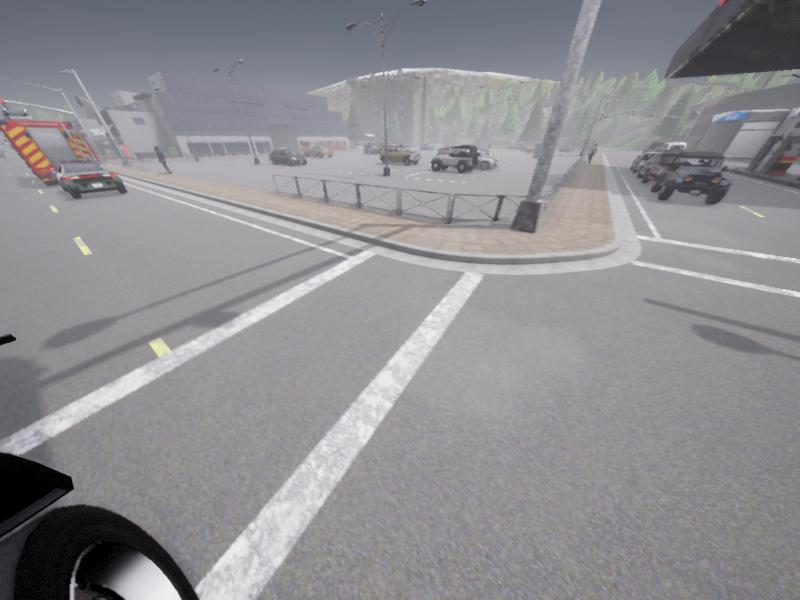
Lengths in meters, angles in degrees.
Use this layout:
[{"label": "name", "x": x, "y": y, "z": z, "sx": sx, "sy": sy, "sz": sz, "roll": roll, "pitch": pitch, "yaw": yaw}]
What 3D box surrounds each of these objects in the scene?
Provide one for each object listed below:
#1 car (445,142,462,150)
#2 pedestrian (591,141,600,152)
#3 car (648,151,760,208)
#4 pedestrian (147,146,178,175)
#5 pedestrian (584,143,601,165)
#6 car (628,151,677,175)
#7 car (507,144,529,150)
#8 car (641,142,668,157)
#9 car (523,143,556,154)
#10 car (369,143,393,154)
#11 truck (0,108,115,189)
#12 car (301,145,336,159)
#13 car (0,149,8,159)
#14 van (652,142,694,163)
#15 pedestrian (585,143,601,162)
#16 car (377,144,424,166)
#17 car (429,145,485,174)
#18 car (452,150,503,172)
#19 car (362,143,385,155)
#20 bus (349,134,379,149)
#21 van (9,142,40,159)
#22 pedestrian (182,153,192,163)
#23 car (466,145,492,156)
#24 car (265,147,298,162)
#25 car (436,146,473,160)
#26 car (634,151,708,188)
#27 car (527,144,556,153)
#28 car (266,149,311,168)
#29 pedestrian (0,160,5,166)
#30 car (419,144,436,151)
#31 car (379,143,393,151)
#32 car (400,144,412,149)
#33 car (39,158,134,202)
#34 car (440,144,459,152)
[{"label": "car", "x": 16.255, "y": -47.228, "z": 70.731, "sx": 4.605, "sy": 1.855, "sz": 1.932, "roll": 21, "pitch": 40, "yaw": 28}, {"label": "pedestrian", "x": 39.078, "y": -30.606, "z": 46.087, "sx": 0.751, "sy": 1.860, "sz": 0.751, "roll": 21, "pitch": 40, "yaw": 28}, {"label": "car", "x": 13.831, "y": -5.870, "z": 10.940, "sx": 1.905, "sy": 1.878, "sz": 3.866, "roll": 22, "pitch": 40, "yaw": 29}, {"label": "pedestrian", "x": -18.225, "y": -10.731, "z": 17.781, "sx": 0.751, "sy": 1.860, "sz": 0.751, "roll": -5, "pitch": 35, "yaw": -6}, {"label": "pedestrian", "x": 20.135, "y": -15.297, "z": 24.204, "sx": 0.751, "sy": 1.860, "sz": 0.751, "roll": 22, "pitch": 40, "yaw": 29}, {"label": "car", "x": 21.219, "y": -11.675, "z": 19.598, "sx": 1.970, "sy": 1.475, "sz": 3.806, "roll": 22, "pitch": 40, "yaw": 29}, {"label": "car", "x": 31.651, "y": -41.160, "z": 62.099, "sx": 4.792, "sy": 1.488, "sz": 2.163, "roll": 21, "pitch": 40, "yaw": 28}, {"label": "car", "x": 40.705, "y": -24.159, "z": 37.027, "sx": 1.905, "sy": 1.878, "sz": 3.866, "roll": 22, "pitch": 40, "yaw": 29}, {"label": "car", "x": 26.580, "y": -28.882, "z": 44.096, "sx": 5.027, "sy": 1.636, "sz": 2.152, "roll": 21, "pitch": 40, "yaw": 28}, {"label": "car", "x": -3.768, "y": -30.233, "z": 46.050, "sx": 4.605, "sy": 1.855, "sz": 1.932, "roll": 21, "pitch": 40, "yaw": 28}, {"label": "truck", "x": -24.000, "y": -10.349, "z": 15.889, "sx": 8.468, "sy": 3.827, "sz": 2.891, "roll": 21, "pitch": 40, "yaw": 28}, {"label": "car", "x": -12.433, "y": -22.683, "z": 35.345, "sx": 5.027, "sy": 1.636, "sz": 2.152, "roll": 21, "pitch": 40, "yaw": 28}, {"label": "car", "x": -73.305, "y": -26.390, "z": 41.794, "sx": 4.892, "sy": 1.490, "sz": 1.837, "roll": 22, "pitch": 40, "yaw": 28}, {"label": "van", "x": 33.244, "y": -18.189, "z": 28.361, "sx": 2.069, "sy": 2.038, "sz": 4.480, "roll": 22, "pitch": 40, "yaw": 29}, {"label": "pedestrian", "x": 22.218, "y": -17.008, "z": 26.650, "sx": 0.751, "sy": 1.860, "sz": 0.751, "roll": 21, "pitch": 40, "yaw": 28}, {"label": "car", "x": 0.008, "y": -15.676, "z": 24.945, "sx": 4.605, "sy": 1.855, "sz": 1.932, "roll": 21, "pitch": 40, "yaw": 28}, {"label": "car", "x": 4.569, "y": -11.624, "z": 18.988, "sx": 3.866, "sy": 1.878, "sz": 1.905, "roll": 21, "pitch": 40, "yaw": 28}, {"label": "car", "x": 6.978, "y": -12.755, "z": 21.091, "sx": 3.806, "sy": 1.475, "sz": 1.970, "roll": 21, "pitch": 40, "yaw": 28}, {"label": "car", "x": -5.097, "y": -28.754, "z": 43.891, "sx": 3.866, "sy": 1.878, "sz": 1.905, "roll": 21, "pitch": 40, "yaw": 28}, {"label": "bus", "x": -12.832, "y": -57.030, "z": 83.203, "sx": 10.273, "sy": 4.253, "sz": 3.944, "roll": 21, "pitch": 40, "yaw": 28}, {"label": "van", "x": -71.006, "y": -28.363, "z": 43.668, "sx": 5.915, "sy": 2.561, "sz": 1.988, "roll": 22, "pitch": 40, "yaw": 28}, {"label": "pedestrian", "x": -28.612, "y": -19.086, "z": 30.982, "sx": 0.500, "sy": 1.100, "sz": 0.500, "roll": 22, "pitch": 40, "yaw": 29}, {"label": "car", "x": 13.500, "y": -25.792, "z": 39.784, "sx": 3.633, "sy": 1.501, "sz": 1.845, "roll": 21, "pitch": 40, "yaw": 28}, {"label": "car", "x": -15.847, "y": -19.501, "z": 30.928, "sx": 3.806, "sy": 1.475, "sz": 1.970, "roll": 21, "pitch": 40, "yaw": 28}, {"label": "car", "x": 7.735, "y": -21.131, "z": 33.084, "sx": 4.514, "sy": 1.523, "sz": 2.007, "roll": 21, "pitch": 40, "yaw": 28}, {"label": "car", "x": 17.563, "y": -8.779, "z": 15.328, "sx": 2.033, "sy": 1.649, "sz": 4.856, "roll": 22, "pitch": 40, "yaw": 29}, {"label": "car", "x": 28.336, "y": -30.365, "z": 46.232, "sx": 4.514, "sy": 1.523, "sz": 2.007, "roll": 21, "pitch": 40, "yaw": 28}, {"label": "car", "x": -12.172, "y": -15.464, "z": 25.157, "sx": 4.514, "sy": 1.523, "sz": 2.007, "roll": 21, "pitch": 40, "yaw": 28}, {"label": "pedestrian", "x": -49.281, "y": -17.185, "z": 27.801, "sx": 0.751, "sy": 1.860, "sz": 0.751, "roll": -27, "pitch": 42, "yaw": -33}, {"label": "car", "x": 7.003, "y": -38.688, "z": 58.618, "sx": 3.633, "sy": 1.501, "sz": 1.845, "roll": 21, "pitch": 40, "yaw": 28}, {"label": "car", "x": -3.902, "y": -43.593, "z": 65.724, "sx": 1.905, "sy": 1.878, "sz": 3.866, "roll": 21, "pitch": 40, "yaw": 28}, {"label": "car", "x": 2.084, "y": -51.804, "z": 77.857, "sx": 1.816, "sy": 1.474, "sz": 4.193, "roll": 21, "pitch": 40, "yaw": 28}, {"label": "car", "x": -16.704, "y": -6.529, "z": 12.282, "sx": 4.974, "sy": 1.542, "sz": 2.038, "roll": 21, "pitch": 40, "yaw": 29}, {"label": "car", "x": 11.373, "y": -34.898, "z": 53.096, "sx": 3.806, "sy": 1.475, "sz": 1.970, "roll": 21, "pitch": 40, "yaw": 28}]
